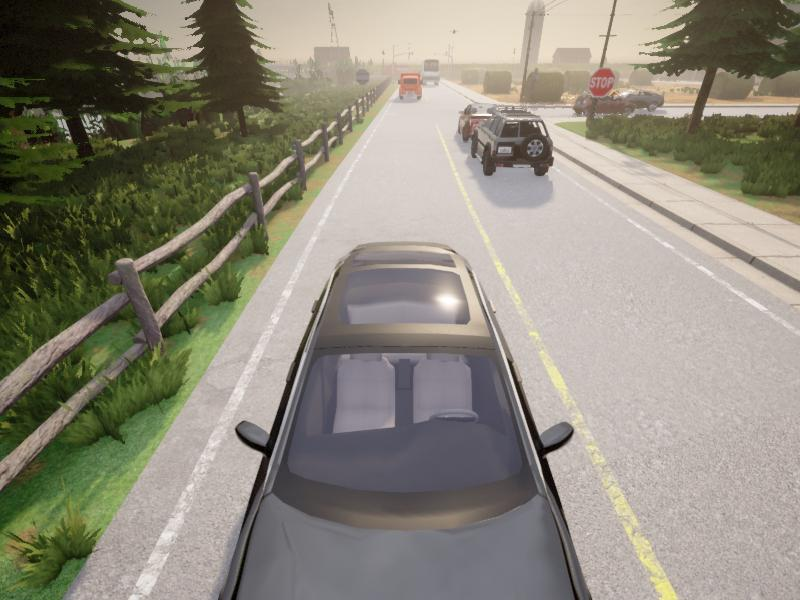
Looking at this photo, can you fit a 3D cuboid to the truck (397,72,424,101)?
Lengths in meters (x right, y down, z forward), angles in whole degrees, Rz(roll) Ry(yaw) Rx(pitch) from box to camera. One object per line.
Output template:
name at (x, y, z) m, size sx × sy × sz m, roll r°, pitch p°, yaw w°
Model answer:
truck at (1.097, -22.809, 42.619) m, size 2.627 × 2.467 × 5.204 m, roll 1°, pitch 31°, yaw 1°

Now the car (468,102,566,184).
car at (3.647, -5.438, 13.460) m, size 1.932 × 1.855 × 4.605 m, roll 1°, pitch 30°, yaw 1°

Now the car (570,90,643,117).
car at (14.600, -14.011, 28.489) m, size 3.988 × 1.617 × 1.851 m, roll -1°, pitch 30°, yaw -1°

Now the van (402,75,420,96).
van at (1.292, -25.935, 48.401) m, size 2.069 × 2.038 × 4.480 m, roll 1°, pitch 31°, yaw 1°

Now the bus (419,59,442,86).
bus at (5.657, -43.771, 76.761) m, size 3.944 × 4.253 × 10.273 m, roll 1°, pitch 30°, yaw 1°

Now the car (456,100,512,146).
car at (3.877, -8.619, 19.258) m, size 2.007 × 1.525 × 4.514 m, roll 2°, pitch 30°, yaw 4°

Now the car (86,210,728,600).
car at (0.030, 0.758, 3.240) m, size 2.128 × 1.511 × 4.902 m, roll 0°, pitch 30°, yaw 0°

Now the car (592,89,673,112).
car at (18.223, -15.778, 31.611) m, size 4.902 × 1.511 × 2.128 m, roll -1°, pitch 30°, yaw -1°
